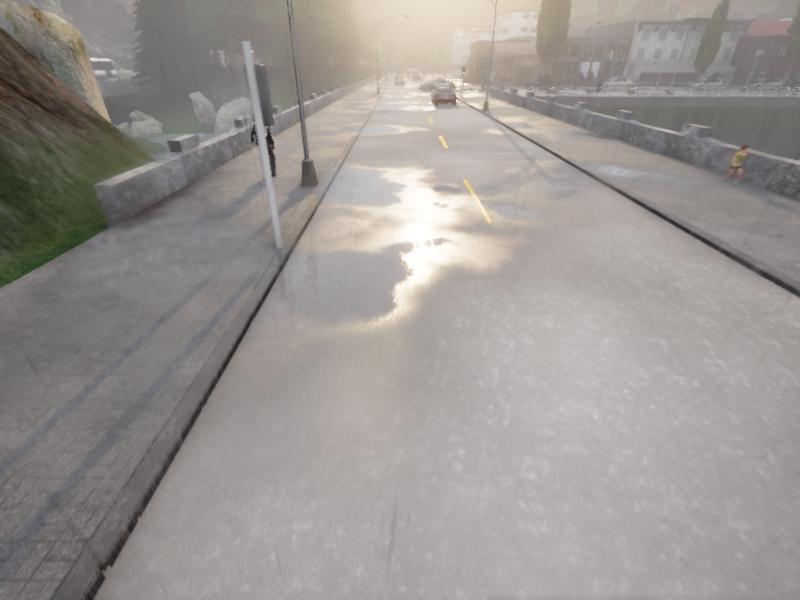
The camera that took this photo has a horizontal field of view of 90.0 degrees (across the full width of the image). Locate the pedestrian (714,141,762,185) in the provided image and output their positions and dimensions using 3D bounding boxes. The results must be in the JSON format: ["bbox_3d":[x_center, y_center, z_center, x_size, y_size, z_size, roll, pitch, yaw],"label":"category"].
[{"bbox_3d":[9.374,-3.806,11.117,0.500,1.100,0.500,0,30,0],"label":"pedestrian"}]

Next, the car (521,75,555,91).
[{"bbox_3d":[18.938,-29.817,54.987,3.866,1.878,1.905,0,30,0],"label":"car"}]

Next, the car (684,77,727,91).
[{"bbox_3d":[42.027,-29.706,55.080,3.988,1.617,1.851,0,30,0],"label":"car"}]

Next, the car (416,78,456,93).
[{"bbox_3d":[4.758,-28.498,53.085,4.974,1.542,2.038,-17,35,-25],"label":"car"}]

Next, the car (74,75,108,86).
[{"bbox_3d":[-53.574,-38.171,69.488,1.930,1.638,5.238,0,30,0],"label":"car"}]

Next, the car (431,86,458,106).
[{"bbox_3d":[3.988,-18.705,36.545,1.994,1.385,4.181,0,30,0],"label":"car"}]

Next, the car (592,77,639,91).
[{"bbox_3d":[29.582,-29.705,55.062,5.027,1.651,2.152,0,30,0],"label":"car"}]

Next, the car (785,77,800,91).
[{"bbox_3d":[56.793,-29.726,55.080,5.238,1.638,1.930,0,30,0],"label":"car"}]

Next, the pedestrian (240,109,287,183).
[{"bbox_3d":[-3.803,-4.332,11.279,0.751,1.860,0.751,1,30,2],"label":"pedestrian"}]

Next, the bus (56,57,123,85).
[{"bbox_3d":[-57.460,-42.727,74.672,3.944,4.253,10.273,0,30,0],"label":"bus"}]

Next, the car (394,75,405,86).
[{"bbox_3d":[-0.078,-38.443,69.986,1.851,1.617,3.988,0,30,0],"label":"car"}]

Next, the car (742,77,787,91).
[{"bbox_3d":[50.148,-29.709,55.085,3.988,1.617,1.851,0,30,0],"label":"car"}]
